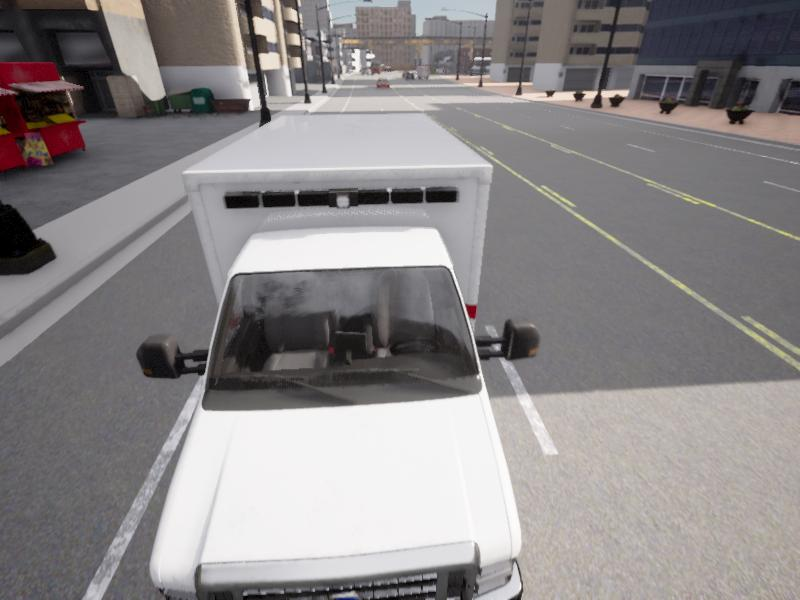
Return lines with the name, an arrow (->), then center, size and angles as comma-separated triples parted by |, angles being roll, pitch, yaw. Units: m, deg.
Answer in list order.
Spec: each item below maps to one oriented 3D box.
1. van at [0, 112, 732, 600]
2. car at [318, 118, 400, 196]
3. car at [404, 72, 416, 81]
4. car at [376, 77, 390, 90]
van -> -0.500, -0.408, 4.376 | 2.351, 2.431, 6.366 | -2, 30, -4
car -> -1.272, -4.807, 12.967 | 2.128, 1.511, 4.902 | -3, 30, -4
car -> 2.164, -50.308, 89.897 | 2.128, 1.511, 4.902 | -3, 31, -4
car -> -2.942, -37.630, 69.401 | 2.242, 1.667, 4.611 | -3, 32, -4
